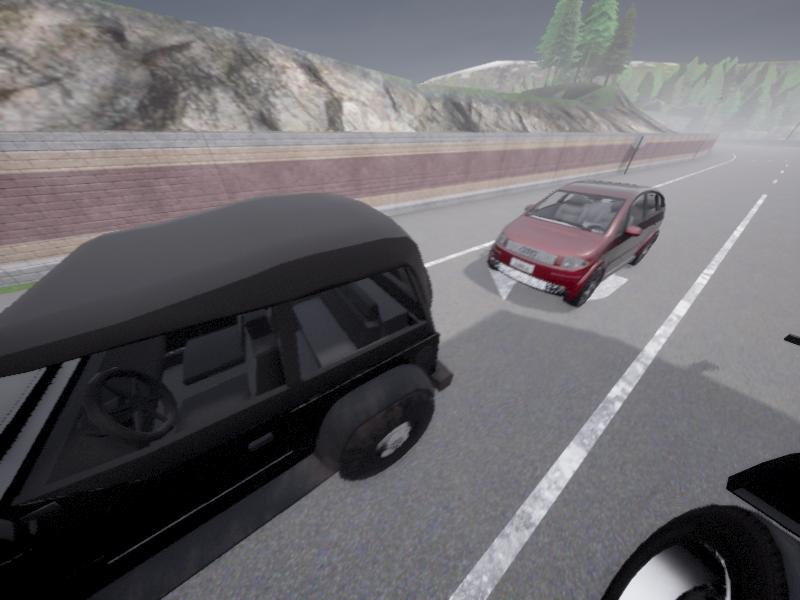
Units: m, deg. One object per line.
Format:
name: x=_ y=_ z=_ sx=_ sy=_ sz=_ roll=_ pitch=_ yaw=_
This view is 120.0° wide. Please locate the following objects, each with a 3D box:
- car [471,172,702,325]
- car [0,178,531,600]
car: x=3.435 y=-1.310 z=4.377 sx=3.705 sy=1.549 sz=1.789 roll=-22 pitch=41 yaw=-28
car: x=-1.411 y=0.512 z=1.552 sx=3.866 sy=1.878 sz=1.905 roll=-22 pitch=41 yaw=-28
